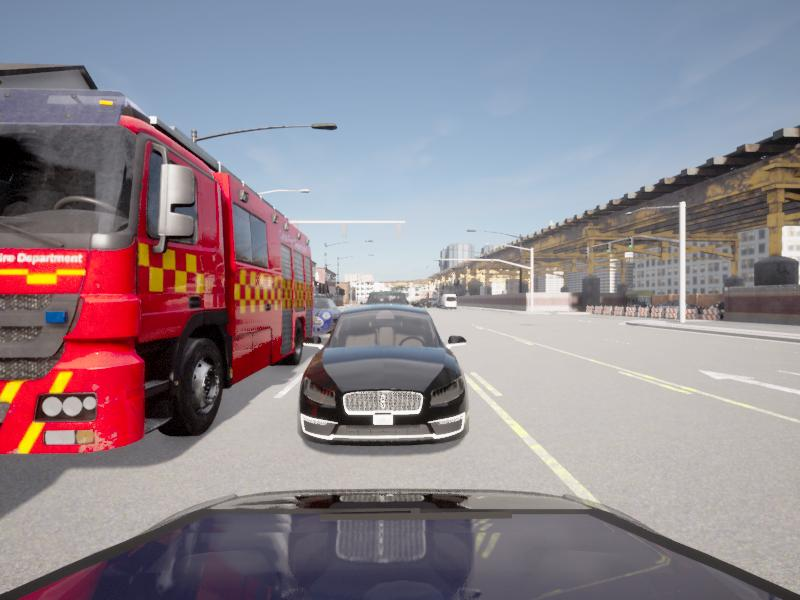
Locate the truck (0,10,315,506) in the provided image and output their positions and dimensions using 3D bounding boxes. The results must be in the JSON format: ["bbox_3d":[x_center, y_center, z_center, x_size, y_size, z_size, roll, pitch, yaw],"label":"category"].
[{"bbox_3d":[-3.763,-0.320,7.296,2.891,3.827,8.468,0,0,-2],"label":"truck"}]

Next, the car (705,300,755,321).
[{"bbox_3d":[26.240,0.796,32.028,2.038,1.542,4.974,0,0,27],"label":"car"}]

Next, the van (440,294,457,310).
[{"bbox_3d":[8.365,0.321,69.486,1.988,2.561,5.915,0,0,-2],"label":"van"}]

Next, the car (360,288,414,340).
[{"bbox_3d":[-0.606,0.571,18.625,2.150,2.045,5.566,0,0,-2],"label":"car"}]

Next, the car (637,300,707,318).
[{"bbox_3d":[25.288,0.796,37.368,2.038,1.542,4.974,0,0,-38],"label":"car"}]

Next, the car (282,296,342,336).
[{"bbox_3d":[-4.133,0.695,19.620,2.097,1.767,4.553,0,0,-2],"label":"car"}]

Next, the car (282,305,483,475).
[{"bbox_3d":[-0.220,0.845,6.104,1.837,1.490,4.892,0,0,-2],"label":"car"}]
